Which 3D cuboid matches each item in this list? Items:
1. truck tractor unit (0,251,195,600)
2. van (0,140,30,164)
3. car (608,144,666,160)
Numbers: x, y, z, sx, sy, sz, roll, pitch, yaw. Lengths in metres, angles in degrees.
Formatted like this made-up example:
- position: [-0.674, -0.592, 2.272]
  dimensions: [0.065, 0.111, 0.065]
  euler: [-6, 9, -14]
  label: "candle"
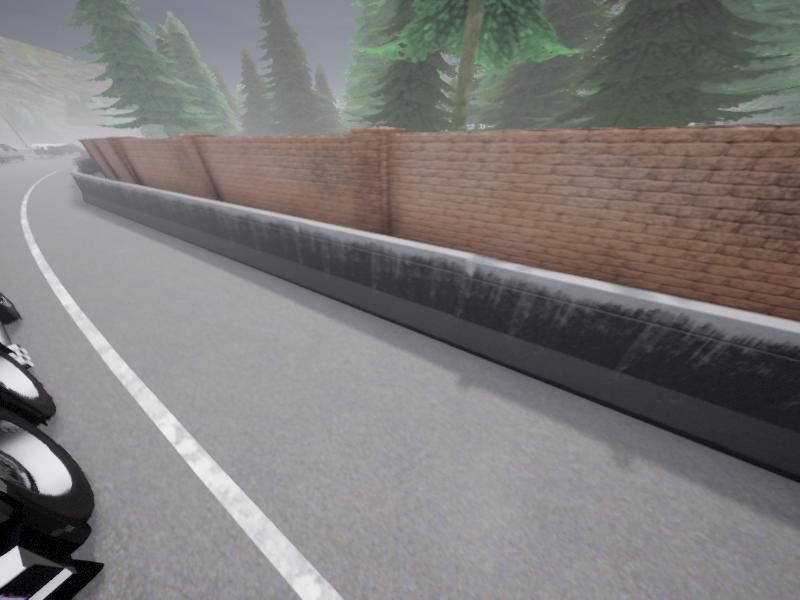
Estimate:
- position: [-5.098, -0.310, 0.816]
  dimensions: [6.516, 4.208, 3.053]
  euler: [19, 40, 25]
  label: "truck tractor unit"
- position: [-53.740, -19.832, 30.932]
  dimensions: [1.988, 2.561, 5.915]
  euler: [-23, 41, -28]
  label: "van"
- position: [30.545, -19.320, 30.093]
  dimensions: [4.856, 1.649, 2.033]
  euler: [21, 40, 28]
  label: "car"
